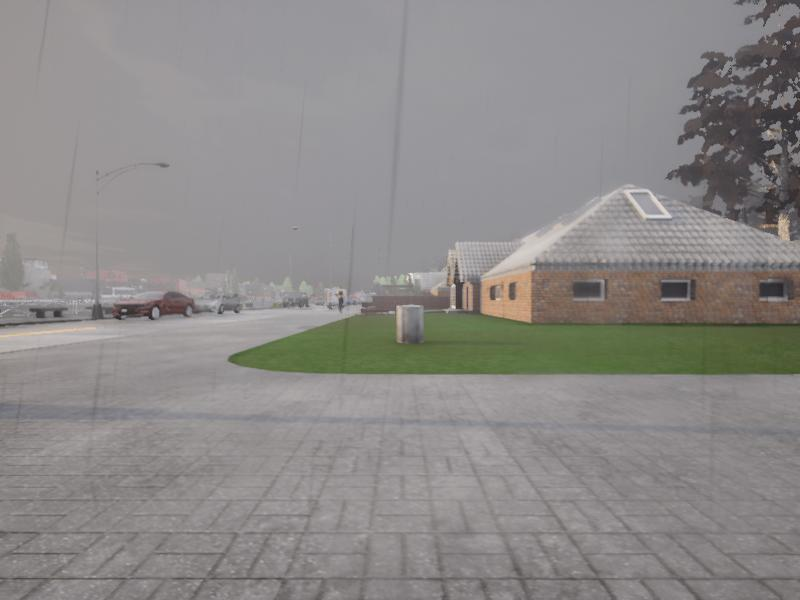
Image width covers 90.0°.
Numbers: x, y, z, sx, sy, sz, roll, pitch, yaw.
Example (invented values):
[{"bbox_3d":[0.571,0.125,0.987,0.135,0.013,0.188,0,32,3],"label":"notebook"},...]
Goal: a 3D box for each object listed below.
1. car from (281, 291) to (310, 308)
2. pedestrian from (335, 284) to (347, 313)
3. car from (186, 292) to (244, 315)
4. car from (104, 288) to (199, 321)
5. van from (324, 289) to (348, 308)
[{"bbox_3d":[-12.825,-0.036,49.575,2.150,2.045,5.566,0,0,0],"label":"car"},{"bbox_3d":[-3.859,-0.068,26.119,0.751,1.860,0.751,0,0,-10],"label":"pedestrian"},{"bbox_3d":[-12.853,0.224,28.193,2.007,1.525,4.514,0,0,0],"label":"car"},{"bbox_3d":[-12.830,0.218,21.150,1.882,1.535,5.008,0,0,1],"label":"car"},{"bbox_3d":[-8.821,-0.225,55.704,2.351,2.431,6.366,0,0,0],"label":"van"}]
